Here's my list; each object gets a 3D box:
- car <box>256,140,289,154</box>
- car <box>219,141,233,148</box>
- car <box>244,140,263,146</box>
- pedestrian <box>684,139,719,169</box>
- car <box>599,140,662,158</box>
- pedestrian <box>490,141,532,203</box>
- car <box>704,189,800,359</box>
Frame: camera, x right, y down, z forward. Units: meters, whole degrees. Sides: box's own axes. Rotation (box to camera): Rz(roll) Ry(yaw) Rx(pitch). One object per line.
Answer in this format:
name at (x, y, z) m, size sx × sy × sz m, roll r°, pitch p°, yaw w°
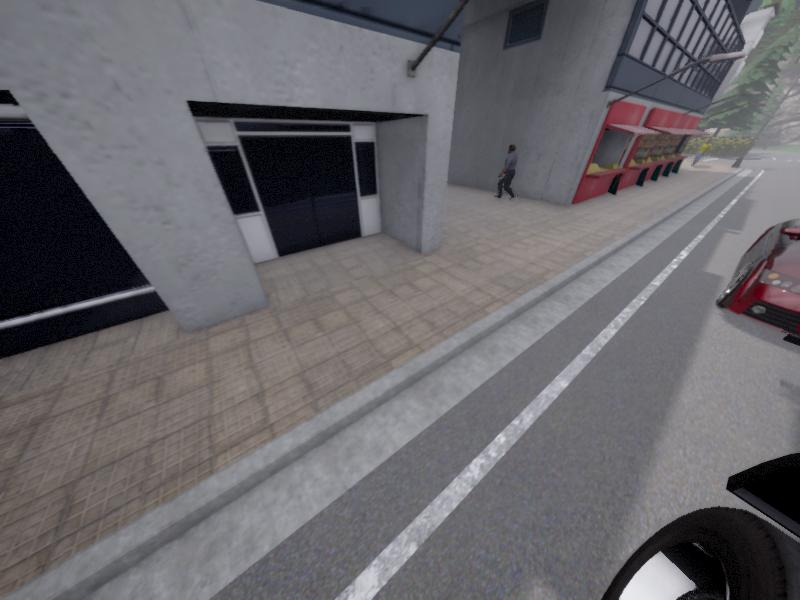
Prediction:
car at (-22.983, -27.723, 41.789) m, size 4.605 × 1.855 × 1.932 m, roll -23°, pitch 41°, yaw -29°
car at (-45.822, -41.009, 60.825) m, size 2.007 × 1.523 × 4.514 m, roll -24°, pitch 41°, yaw -29°
car at (-51.678, -55.580, 81.767) m, size 5.238 × 1.638 × 1.930 m, roll -23°, pitch 41°, yaw -29°
pedestrian at (22.802, -11.076, 17.488) m, size 0.751 × 1.860 × 0.751 m, roll -20°, pitch 40°, yaw -26°
car at (27.385, -18.109, 27.629) m, size 2.242 × 1.667 × 4.611 m, roll -24°, pitch 42°, yaw -30°
pedestrian at (3.968, -4.638, 8.375) m, size 0.751 × 1.860 × 0.751 m, roll 26°, pitch 43°, yaw 32°
car at (6.749, -0.461, 3.324) m, size 4.181 × 1.385 × 1.994 m, roll -23°, pitch 41°, yaw -28°
